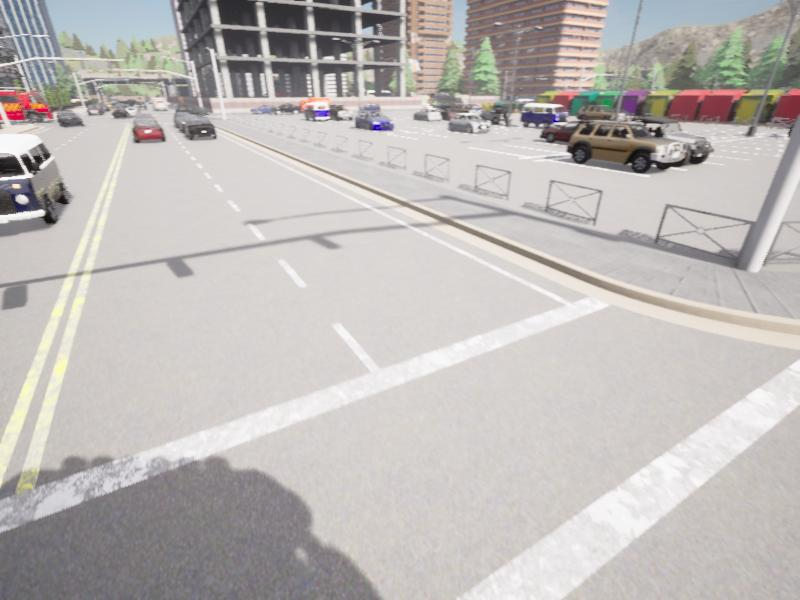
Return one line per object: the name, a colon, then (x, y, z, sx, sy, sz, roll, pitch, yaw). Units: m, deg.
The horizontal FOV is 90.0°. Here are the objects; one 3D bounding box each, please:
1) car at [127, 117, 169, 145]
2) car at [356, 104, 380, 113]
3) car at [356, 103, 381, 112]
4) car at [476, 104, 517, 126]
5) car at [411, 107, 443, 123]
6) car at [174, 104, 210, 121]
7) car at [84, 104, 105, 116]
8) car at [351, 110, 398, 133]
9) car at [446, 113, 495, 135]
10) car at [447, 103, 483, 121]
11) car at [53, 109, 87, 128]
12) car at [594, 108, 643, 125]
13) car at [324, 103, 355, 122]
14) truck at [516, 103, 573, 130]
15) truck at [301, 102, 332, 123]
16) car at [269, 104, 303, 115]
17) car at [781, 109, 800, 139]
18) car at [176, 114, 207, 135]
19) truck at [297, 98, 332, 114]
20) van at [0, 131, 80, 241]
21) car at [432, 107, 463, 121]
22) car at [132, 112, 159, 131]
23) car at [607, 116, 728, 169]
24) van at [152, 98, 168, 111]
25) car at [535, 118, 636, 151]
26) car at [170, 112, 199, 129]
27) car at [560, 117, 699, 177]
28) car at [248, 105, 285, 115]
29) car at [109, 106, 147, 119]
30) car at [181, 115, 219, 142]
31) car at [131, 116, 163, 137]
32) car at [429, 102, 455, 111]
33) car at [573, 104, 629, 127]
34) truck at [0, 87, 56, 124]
car: (-18.604, -12.554, 29.527, 2.163, 1.488, 4.792, -15, 31, -26)
car: (-5.715, -34.735, 72.552, 3.806, 1.475, 1.970, -15, 31, -27)
car: (-5.935, -36.571, 76.022, 4.193, 1.474, 1.816, -15, 31, -27)
car: (10.055, -19.426, 41.941, 1.905, 1.878, 3.866, -15, 31, -26)
car: (3.201, -21.976, 47.464, 1.970, 1.475, 3.806, -15, 31, -26)
car: (-27.899, -25.206, 53.671, 3.866, 1.878, 1.905, -15, 31, -27)
car: (-51.556, -32.107, 67.572, 2.033, 1.649, 4.856, -15, 31, -26)
car: (-2.344, -15.990, 35.702, 2.242, 1.667, 4.611, -15, 31, -26)
car: (5.745, -14.681, 33.264, 1.970, 1.475, 3.806, -15, 31, -26)
car: (8.009, -23.497, 49.863, 1.932, 1.855, 4.605, -15, 31, -26)
car: (-35.559, -19.552, 43.055, 1.930, 1.638, 5.238, -22, 34, -36)
car: (22.881, -19.284, 42.037, 1.784, 1.438, 3.905, -15, 31, -26)
car: (-7.398, -22.775, 48.555, 1.932, 1.855, 4.605, -15, 31, -26)
truck: (13.248, -16.995, 36.980, 2.069, 2.038, 4.478, -15, 31, -26)
truck: (-9.872, -22.163, 47.175, 2.069, 2.038, 4.478, -15, 31, -26)
car: (-18.761, -31.374, 65.688, 4.892, 1.490, 1.837, -15, 31, -27)
car: (29.106, -11.911, 27.207, 1.905, 1.878, 3.866, -15, 31, -26)
car: (-18.928, -15.975, 36.222, 1.812, 1.442, 4.674, -15, 31, -27)
truck: (-15.184, -34.511, 70.993, 5.204, 2.467, 2.627, -15, 31, -27)
van: (-10.402, -3.185, 10.644, 2.069, 2.038, 4.480, -15, 31, -26)
car: (5.710, -22.671, 48.732, 1.784, 1.438, 3.905, -15, 31, -26)
car: (-25.310, -17.795, 39.800, 1.812, 1.442, 4.674, -15, 31, -26)
car: (12.123, -7.371, 18.487, 1.905, 1.878, 3.866, -15, 31, -26)
van: (-51.864, -42.259, 86.451, 2.351, 2.431, 6.366, -15, 31, -26)
car: (11.260, -10.334, 24.763, 2.033, 1.415, 5.357, -15, 31, -26)
car: (-22.572, -18.817, 41.825, 2.033, 1.411, 5.357, -15, 31, -26)
car: (9.588, -6.727, 17.245, 1.932, 1.855, 4.605, -15, 31, -26)
car: (-22.470, -32.106, 67.432, 5.357, 1.411, 2.033, -15, 31, -27)
car: (-39.587, -27.357, 58.322, 2.038, 1.542, 4.974, 0, 27, 0)
car: (-15.670, -13.465, 31.219, 1.882, 1.535, 5.008, -15, 31, -27)
car: (-21.803, -14.983, 34.473, 1.895, 1.301, 4.718, -15, 31, -26)
car: (8.355, -38.625, 79.868, 5.008, 1.535, 1.882, -15, 31, -27)
car: (20.339, -18.828, 40.707, 1.932, 1.855, 4.605, -15, 31, -26)
truck: (-46.549, -22.764, 46.864, 8.468, 3.827, 2.891, -17, 32, -30)
